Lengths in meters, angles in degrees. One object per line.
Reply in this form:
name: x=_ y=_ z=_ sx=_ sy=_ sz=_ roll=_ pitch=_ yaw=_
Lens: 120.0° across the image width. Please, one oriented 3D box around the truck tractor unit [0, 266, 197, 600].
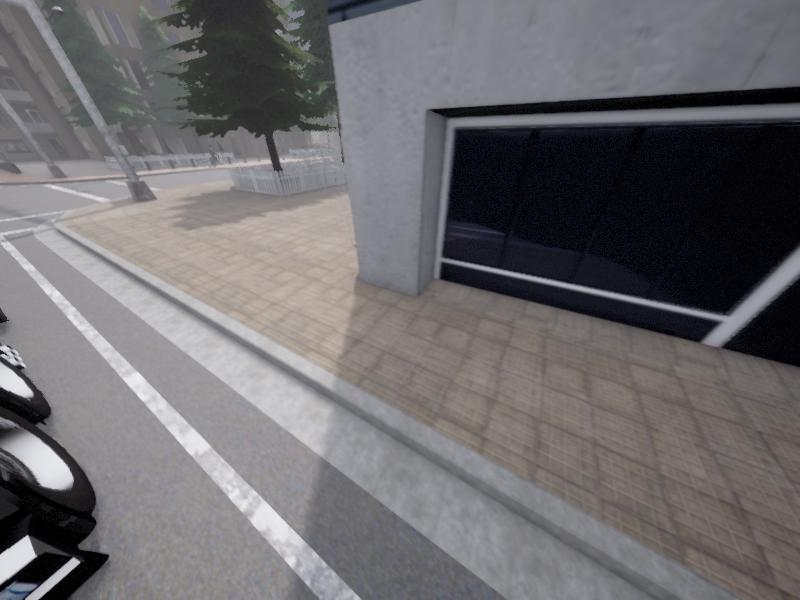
truck tractor unit: x=-5.114 y=-0.298 z=0.774 sx=6.516 sy=4.208 sz=3.053 roll=18 pitch=39 yaw=24
